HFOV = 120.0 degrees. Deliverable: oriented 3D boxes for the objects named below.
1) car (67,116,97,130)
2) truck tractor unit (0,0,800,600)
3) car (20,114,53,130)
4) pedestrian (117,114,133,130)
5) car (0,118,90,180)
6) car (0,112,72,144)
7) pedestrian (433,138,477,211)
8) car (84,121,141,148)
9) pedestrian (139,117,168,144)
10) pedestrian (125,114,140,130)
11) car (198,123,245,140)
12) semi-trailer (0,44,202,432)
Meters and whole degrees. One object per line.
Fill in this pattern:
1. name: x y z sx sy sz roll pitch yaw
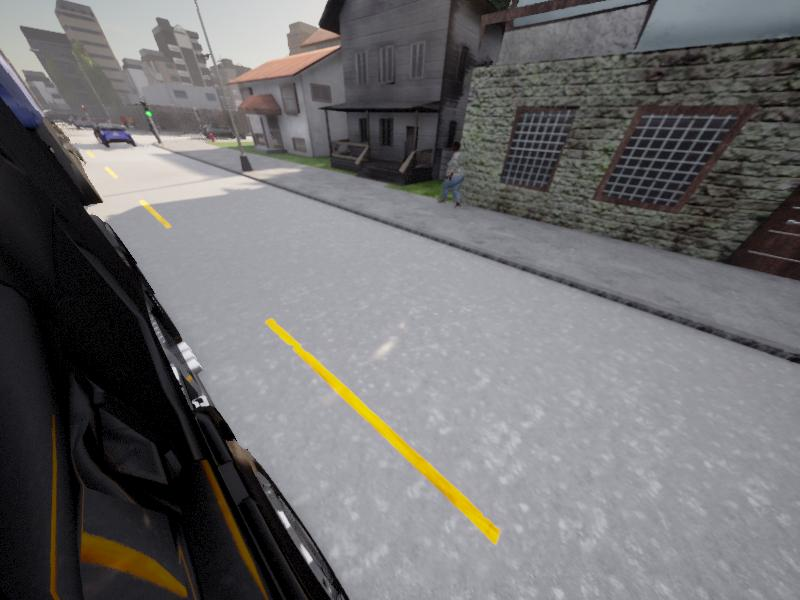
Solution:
1. car: -46.329 -25.798 33.639 3.633 1.501 1.845 28 44 30
2. truck tractor unit: -2.645 -0.295 0.352 6.516 4.208 3.053 28 44 30
3. car: -48.528 -23.821 30.900 4.193 1.474 1.816 28 44 30
4. pedestrian: -42.623 -27.603 35.792 0.751 1.860 0.751 29 44 30
5. car: -15.598 -6.585 9.947 4.605 1.855 1.932 30 45 34
6. car: -28.629 -13.594 18.269 1.905 1.878 3.866 -25 45 -31
7. pedestrian: 1.664 -3.888 7.196 0.751 1.860 0.751 28 44 30
8. car: -23.269 -13.409 18.689 4.514 1.525 2.007 28 44 30
9. pedestrian: -21.280 -14.640 19.975 0.751 1.860 0.751 8 37 7
10. pedestrian: -41.241 -27.385 35.594 0.751 1.860 0.751 29 44 30
11. car: -22.334 -21.185 29.053 1.851 1.617 3.988 28 44 29
12. semi-trailer: -8.694 -3.621 4.211 14.254 4.402 2.717 28 44 30
